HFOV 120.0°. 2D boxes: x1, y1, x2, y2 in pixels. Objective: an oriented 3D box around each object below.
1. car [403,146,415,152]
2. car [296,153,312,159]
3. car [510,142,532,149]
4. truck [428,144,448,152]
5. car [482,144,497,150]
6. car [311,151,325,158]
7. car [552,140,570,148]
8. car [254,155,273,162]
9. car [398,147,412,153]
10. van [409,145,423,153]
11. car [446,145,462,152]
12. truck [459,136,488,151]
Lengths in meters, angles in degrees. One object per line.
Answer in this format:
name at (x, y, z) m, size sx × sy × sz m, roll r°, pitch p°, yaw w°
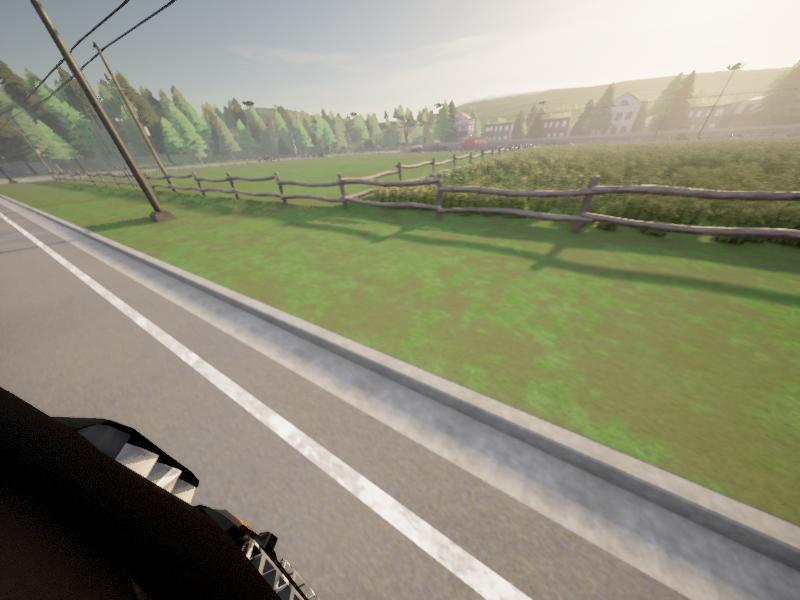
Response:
car at (3.621, -61.363, 94.048) m, size 4.605 × 1.855 × 1.932 m, roll 16°, pitch 38°, yaw 26°
car at (-34.559, -51.787, 82.970) m, size 2.128 × 1.511 × 4.902 m, roll 16°, pitch 38°, yaw 26°
car at (35.406, -45.353, 67.820) m, size 5.238 × 1.638 × 1.930 m, roll 16°, pitch 38°, yaw 26°
truck at (13.527, -54.104, 82.196) m, size 6.274 × 2.098 × 2.390 m, roll 16°, pitch 38°, yaw 26°
car at (28.837, -49.431, 74.578) m, size 4.193 × 1.474 × 1.816 m, roll 16°, pitch 38°, yaw 26°
car at (-28.436, -50.310, 79.903) m, size 1.905 × 1.878 × 3.866 m, roll 16°, pitch 38°, yaw 26°
car at (45.870, -44.536, 65.898) m, size 3.988 × 1.617 × 1.851 m, roll 16°, pitch 38°, yaw 26°
car at (-44.302, -46.149, 75.195) m, size 1.837 × 1.490 × 4.892 m, roll 16°, pitch 38°, yaw 26°
car at (2.046, -59.432, 91.575) m, size 5.008 × 1.535 × 1.882 m, roll 16°, pitch 38°, yaw 26°
van at (5.749, -54.073, 82.803) m, size 4.480 × 2.038 × 2.069 m, roll 16°, pitch 38°, yaw 26°
car at (17.190, -48.320, 73.751) m, size 4.611 × 1.667 × 2.242 m, roll 16°, pitch 38°, yaw 26°
truck at (25.174, -53.701, 79.146) m, size 8.468 × 3.827 × 2.891 m, roll 16°, pitch 38°, yaw 26°
